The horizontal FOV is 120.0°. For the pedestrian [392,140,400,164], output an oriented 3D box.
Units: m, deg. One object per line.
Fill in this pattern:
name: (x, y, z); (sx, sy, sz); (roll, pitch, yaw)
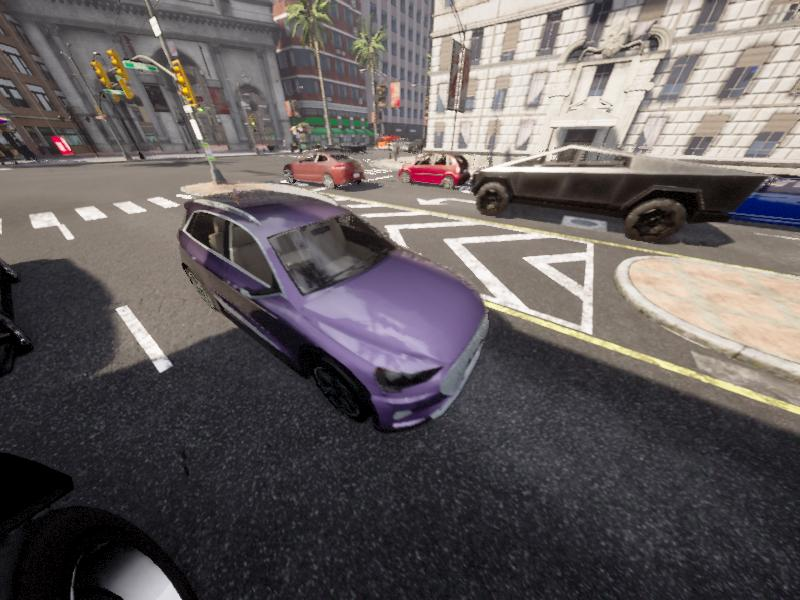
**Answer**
pedestrian: (-0.373, -13.807, 21.577); (0.751, 1.860, 0.751); (0, 35, -1)

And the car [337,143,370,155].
car: (-7.289, -24.008, 36.608); (2.128, 1.511, 4.902); (22, 41, 28)

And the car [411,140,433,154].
car: (3.694, -26.014, 39.208); (1.905, 1.878, 3.866); (22, 41, 28)

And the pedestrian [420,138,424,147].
pedestrian: (6.068, -43.642, 63.958); (0.751, 1.860, 0.751); (24, 42, 30)

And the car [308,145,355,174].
car: (-5.708, -11.669, 19.009); (2.033, 1.649, 4.856); (-20, 40, -25)

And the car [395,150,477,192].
car: (1.857, -7.300, 12.888); (3.988, 1.617, 1.851); (23, 41, 28)

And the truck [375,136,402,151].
truck: (-2.243, -31.902, 46.987); (2.627, 2.467, 5.204); (23, 42, 28)

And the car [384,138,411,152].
car: (-0.397, -29.711, 44.290); (2.150, 2.045, 5.566); (23, 41, 28)

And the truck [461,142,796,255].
truck: (5.481, -3.546, 7.165); (6.274, 2.098, 2.390); (22, 41, 28)

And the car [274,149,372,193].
car: (-4.267, -7.264, 12.776); (5.027, 1.651, 2.152); (21, 40, 27)

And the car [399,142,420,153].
car: (1.799, -27.793, 42.077); (1.970, 1.475, 3.806); (22, 41, 28)

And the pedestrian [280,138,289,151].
pedestrian: (-21.083, -28.445, 42.201); (0.751, 1.860, 0.751); (10, 36, 13)

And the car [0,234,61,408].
car: (-6.614, -0.080, 2.767); (5.357, 1.411, 2.033); (22, 41, 28)

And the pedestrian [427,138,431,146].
pedestrian: (8.215, -44.798, 65.615); (0.751, 1.860, 0.751); (-21, 40, -27)

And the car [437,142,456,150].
car: (10.137, -33.612, 50.491); (1.994, 1.385, 4.181); (30, 45, 35)

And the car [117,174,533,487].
car: (-1.283, -0.481, 3.169); (4.856, 1.649, 2.033); (22, 41, 28)

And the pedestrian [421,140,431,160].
pedestrian: (2.931, -17.021, 26.162); (0.751, 1.860, 0.751); (17, 39, 23)

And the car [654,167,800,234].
car: (11.534, -3.247, 7.419); (4.181, 1.385, 1.994); (22, 41, 28)

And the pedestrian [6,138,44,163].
pedestrian: (-33.782, -13.485, 20.862); (0.751, 1.860, 0.751); (-15, 38, -21)

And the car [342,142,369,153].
car: (-7.845, -27.008, 40.917); (1.812, 1.442, 4.674); (22, 41, 28)
